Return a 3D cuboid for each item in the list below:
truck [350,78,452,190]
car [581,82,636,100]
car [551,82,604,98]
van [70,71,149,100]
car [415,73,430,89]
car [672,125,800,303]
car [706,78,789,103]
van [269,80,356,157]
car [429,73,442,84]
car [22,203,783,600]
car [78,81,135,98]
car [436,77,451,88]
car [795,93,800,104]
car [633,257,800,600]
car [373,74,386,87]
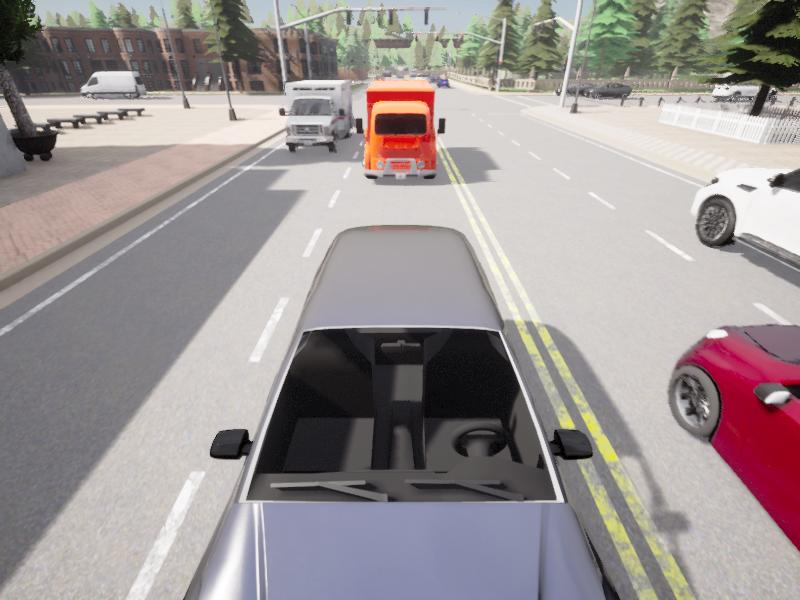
[{"bbox_3d":[0.015,-5.678,13.172,2.627,2.467,5.204,0,34,0],"label":"truck"},{"bbox_3d":[21.897,-22.016,42.134,4.514,1.525,2.007,0,30,0],"label":"car"},{"bbox_3d":[19.936,-23.758,45.158,4.792,1.488,2.163,0,30,0],"label":"car"},{"bbox_3d":[-30.040,-22.332,41.662,5.915,2.561,1.988,-3,30,-6],"label":"van"},{"bbox_3d":[3.543,-35.274,64.291,2.150,2.045,5.566,0,30,0],"label":"car"},{"bbox_3d":[7.014,-1.071,5.808,2.150,2.045,5.566,0,31,0],"label":"car"},{"bbox_3d":[33.696,-20.453,38.950,5.566,2.045,2.150,0,30,0],"label":"car"},{"bbox_3d":[-3.484,-8.178,17.578,2.351,2.431,6.366,0,30,0],"label":"van"},{"bbox_3d":[7.051,-44.255,79.896,2.097,1.767,4.553,0,30,0],"label":"car"},{"bbox_3d":[0.008,0.760,3.053,2.242,1.667,4.611,0,30,0],"label":"car"},{"bbox_3d":[-32.589,-23.459,44.590,4.514,1.525,2.007,-5,31,-8],"label":"car"},{"bbox_3d":[7.043,-35.517,65.283,2.007,1.525,4.514,0,30,0],"label":"car"},{"bbox_3d":[39.292,-18.502,36.029,4.856,1.649,2.033,0,30,0],"label":"car"},{"bbox_3d":[3.512,1.165,2.493,1.845,1.501,3.633,0,30,0],"label":"car"},{"bbox_3d":[-3.455,-37.742,68.759,2.097,1.767,4.553,0,30,0],"label":"car"}]
